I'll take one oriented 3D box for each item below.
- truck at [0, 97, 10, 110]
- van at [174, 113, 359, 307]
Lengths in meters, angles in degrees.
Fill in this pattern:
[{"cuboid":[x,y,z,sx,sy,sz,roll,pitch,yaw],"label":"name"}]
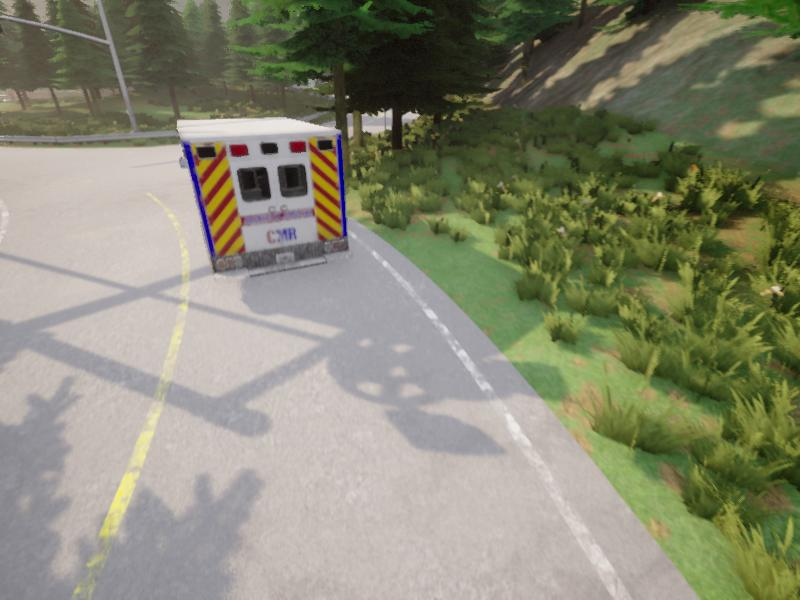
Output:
[{"cuboid":[-74.394,-35.112,71.437,2.390,2.098,6.274,4,28,8],"label":"truck"},{"cuboid":[-3.211,-2.529,8.618,2.351,2.431,6.366,-13,30,-23],"label":"van"}]
